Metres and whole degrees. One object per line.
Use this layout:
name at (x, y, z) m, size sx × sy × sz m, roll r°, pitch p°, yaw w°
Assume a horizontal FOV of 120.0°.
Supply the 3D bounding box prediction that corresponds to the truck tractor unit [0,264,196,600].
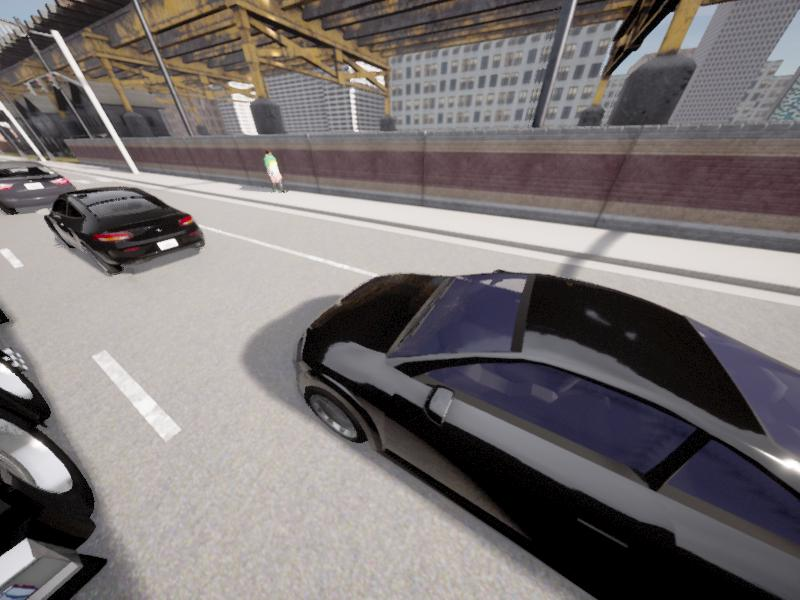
truck tractor unit at (-5.111, -0.299, 0.801) m, size 6.516 × 4.208 × 3.053 m, roll 18°, pitch 38°, yaw 24°

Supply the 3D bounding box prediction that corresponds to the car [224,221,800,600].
car at (0.998, 0.577, 1.973) m, size 4.181 × 1.385 × 1.994 m, roll 18°, pitch 39°, yaw 24°

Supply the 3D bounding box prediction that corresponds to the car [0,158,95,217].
car at (-16.083, -4.975, 9.887) m, size 4.611 × 1.667 × 2.242 m, roll 17°, pitch 39°, yaw 24°

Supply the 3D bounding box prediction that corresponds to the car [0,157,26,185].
car at (-28.319, -8.796, 15.665) m, size 4.902 × 1.511 × 2.128 m, roll 18°, pitch 39°, yaw 24°

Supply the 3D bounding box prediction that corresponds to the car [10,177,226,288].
car at (-6.774, -1.924, 5.593) m, size 4.674 × 1.442 × 1.812 m, roll 18°, pitch 39°, yaw 24°

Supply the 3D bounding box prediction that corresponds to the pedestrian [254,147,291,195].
pedestrian at (-5.863, -5.973, 10.723) m, size 0.751 × 1.860 × 0.751 m, roll 19°, pitch 39°, yaw 25°
